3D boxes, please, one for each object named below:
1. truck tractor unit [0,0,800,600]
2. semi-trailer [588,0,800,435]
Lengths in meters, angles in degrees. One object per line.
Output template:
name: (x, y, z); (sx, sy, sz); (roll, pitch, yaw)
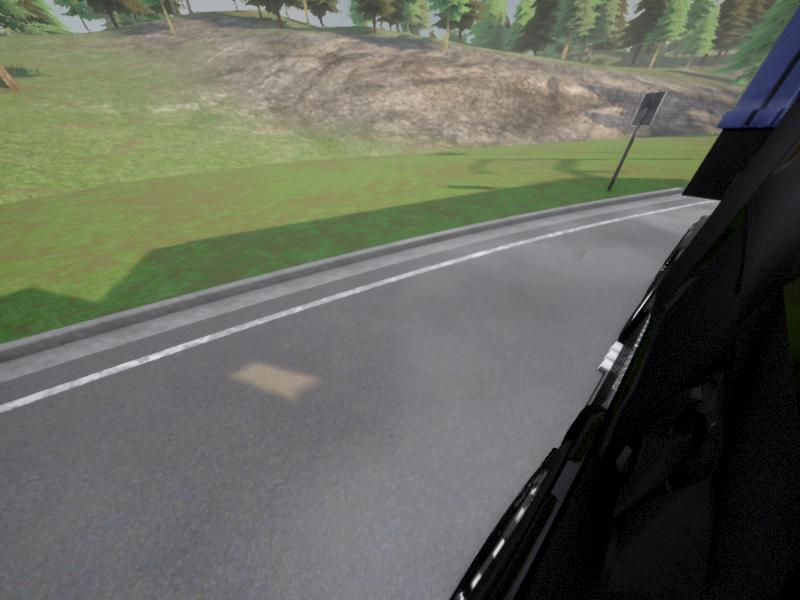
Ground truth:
truck tractor unit: (2.645, -0.295, 0.352); (6.516, 4.208, 3.053); (-28, 44, -30)
semi-trailer: (9.458, -2.926, 3.309); (14.254, 4.402, 2.717); (-18, 39, -20)
